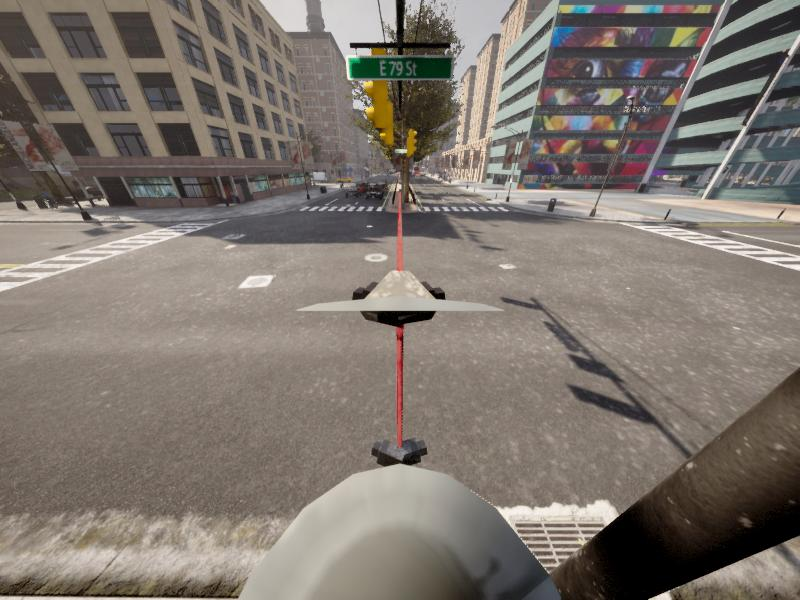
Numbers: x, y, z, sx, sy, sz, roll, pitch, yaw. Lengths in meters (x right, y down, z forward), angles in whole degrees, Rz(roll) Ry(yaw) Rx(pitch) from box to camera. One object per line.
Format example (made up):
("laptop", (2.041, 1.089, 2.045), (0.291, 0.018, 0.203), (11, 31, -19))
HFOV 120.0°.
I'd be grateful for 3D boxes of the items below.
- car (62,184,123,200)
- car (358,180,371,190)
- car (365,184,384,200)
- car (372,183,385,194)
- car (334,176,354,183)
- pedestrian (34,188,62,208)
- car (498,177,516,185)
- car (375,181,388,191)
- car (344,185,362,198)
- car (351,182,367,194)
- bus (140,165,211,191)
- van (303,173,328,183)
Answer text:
("car", (-45.142, -16.058, 34.177), (1.930, 1.638, 5.238), (0, 30, 0))
("car", (-7.190, -23.368, 46.985), (1.837, 1.490, 4.892), (0, 30, 0))
("car", (-3.698, -15.908, 33.887), (2.242, 1.667, 4.611), (0, 30, 0))
("car", (-3.683, -19.398, 40.235), (1.994, 1.385, 4.181), (0, 30, 0))
("car", (-16.040, -34.559, 66.283), (5.366, 1.575, 1.801), (-10, 31, -16))
("pedestrian", (-37.533, -10.895, 24.662), (0.751, 1.860, 0.751), (7, 31, 11))
("car", (27.196, -30.383, 58.961), (2.161, 1.482, 4.786), (0, 30, 0))
("car", (-3.663, -22.793, 45.972), (2.128, 1.511, 4.902), (0, 30, 0))
("car", (-7.151, -16.750, 35.573), (1.812, 1.442, 4.674), (0, 30, 0))
("car", (-7.178, -20.111, 41.312), (2.007, 1.525, 4.514), (0, 30, 0))
("bus", (-45.255, -25.217, 47.435), (3.944, 4.253, 10.273), (0, 30, 0))
("van", (-23.913, -34.661, 65.502), (5.915, 2.561, 1.988), (-1, 30, -2))
